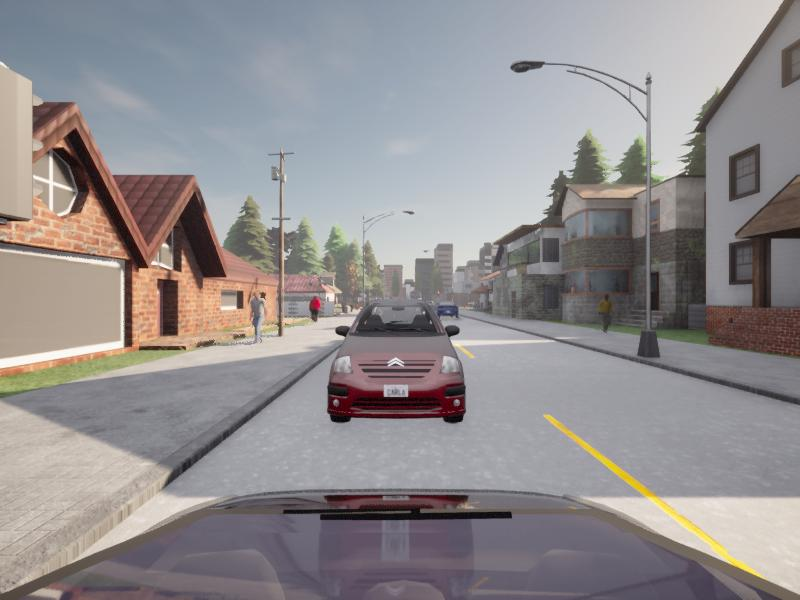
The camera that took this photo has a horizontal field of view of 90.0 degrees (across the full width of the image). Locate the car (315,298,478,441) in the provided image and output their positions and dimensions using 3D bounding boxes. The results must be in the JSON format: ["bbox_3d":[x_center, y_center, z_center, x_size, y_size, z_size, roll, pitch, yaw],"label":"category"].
[{"bbox_3d":[-0.037,0.788,6.528,1.851,1.617,3.988,0,0,0],"label":"car"}]

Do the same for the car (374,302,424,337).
[{"bbox_3d":[-0.032,0.851,19.557,2.163,1.488,4.792,0,0,0],"label":"car"}]

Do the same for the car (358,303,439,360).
[{"bbox_3d":[-0.034,0.851,13.091,2.163,1.488,4.792,0,0,0],"label":"car"}]

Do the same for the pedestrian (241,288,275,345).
[{"bbox_3d":[-4.722,0.533,13.324,0.751,1.860,0.751,0,0,15],"label":"pedestrian"}]

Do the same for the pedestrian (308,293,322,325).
[{"bbox_3d":[-5.124,0.533,24.143,0.751,1.860,0.751,0,0,-2],"label":"pedestrian"}]

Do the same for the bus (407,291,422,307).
[{"bbox_3d":[3.889,-0.319,110.975,3.944,4.253,10.273,0,0,0],"label":"bus"}]

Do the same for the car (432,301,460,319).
[{"bbox_3d":[3.976,0.823,35.445,1.882,1.535,5.008,0,0,0],"label":"car"}]

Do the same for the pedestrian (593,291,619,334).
[{"bbox_3d":[9.019,0.533,17.554,0.751,1.860,0.751,0,0,1],"label":"pedestrian"}]
